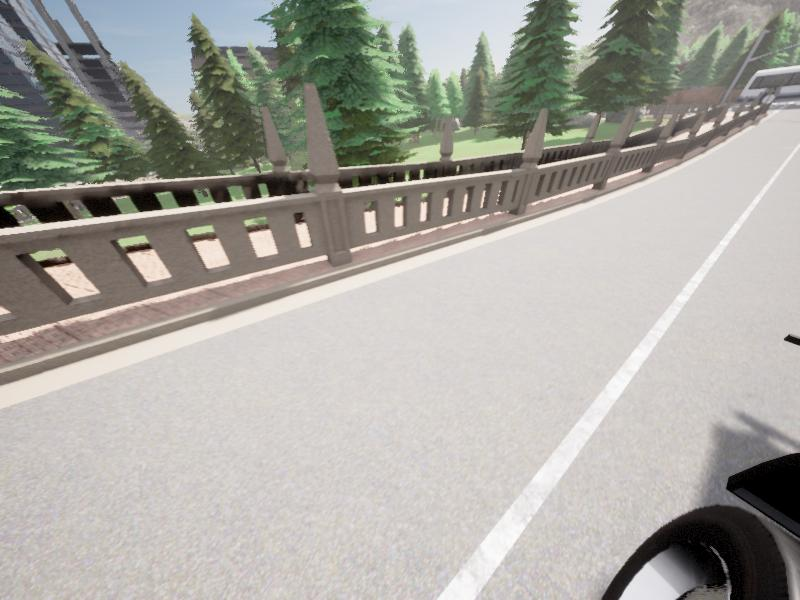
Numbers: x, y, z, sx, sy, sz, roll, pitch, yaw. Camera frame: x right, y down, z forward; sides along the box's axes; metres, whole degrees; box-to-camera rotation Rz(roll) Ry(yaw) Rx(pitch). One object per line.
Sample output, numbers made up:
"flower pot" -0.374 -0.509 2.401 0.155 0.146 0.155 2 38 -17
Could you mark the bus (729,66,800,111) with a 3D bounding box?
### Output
"bus" 54.483 -29.055 31.329 3.944 4.253 10.273 -31 44 -27
